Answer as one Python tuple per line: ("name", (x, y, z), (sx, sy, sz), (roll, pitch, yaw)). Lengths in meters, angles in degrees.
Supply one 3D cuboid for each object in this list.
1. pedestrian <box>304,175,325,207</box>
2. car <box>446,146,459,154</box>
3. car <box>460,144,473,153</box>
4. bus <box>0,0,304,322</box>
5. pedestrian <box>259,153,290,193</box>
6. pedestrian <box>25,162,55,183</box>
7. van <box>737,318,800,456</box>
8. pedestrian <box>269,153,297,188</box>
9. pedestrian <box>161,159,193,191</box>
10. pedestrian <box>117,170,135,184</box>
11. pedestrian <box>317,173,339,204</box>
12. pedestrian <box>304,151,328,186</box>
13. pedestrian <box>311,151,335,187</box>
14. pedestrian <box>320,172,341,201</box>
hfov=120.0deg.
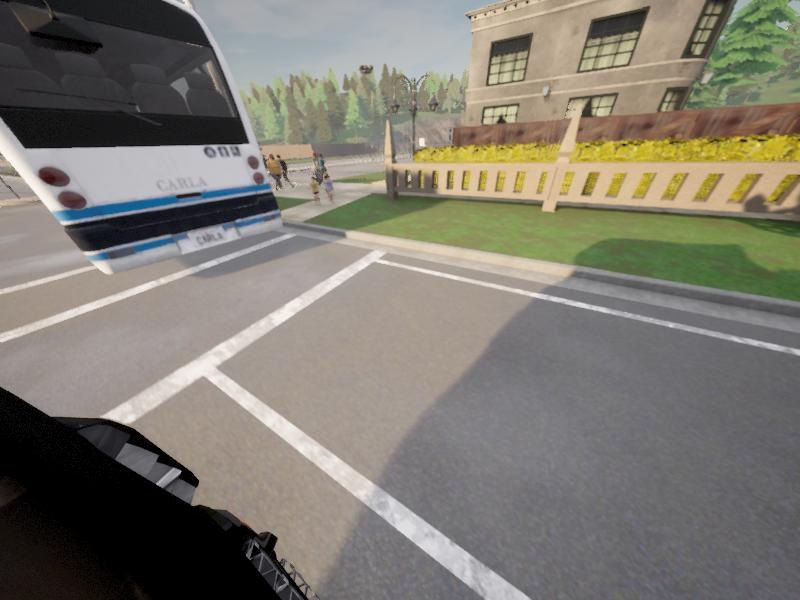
("pedestrian", (-3.448, -4.427, 9.395), (0.500, 1.100, 0.500), (-7, 34, -6))
("car", (13.696, -38.980, 59.996), (1.816, 1.474, 4.193), (17, 38, 26))
("car", (16.897, -38.429, 58.619), (1.932, 1.855, 4.605), (17, 38, 26))
("bus", (-7.942, -3.920, 6.398), (10.273, 4.253, 3.944), (21, 40, 31))
("pedestrian", (-6.848, -6.978, 12.689), (0.751, 1.860, 0.751), (22, 41, 31))
("pedestrian", (-37.310, -13.198, 23.970), (0.751, 1.860, 0.751), (11, 36, 19))
("van", (4.993, 1.012, 0.205), (4.480, 2.038, 2.069), (17, 38, 25))
("pedestrian", (-7.235, -8.016, 14.318), (0.751, 1.860, 0.751), (14, 37, 22))
("pedestrian", (-15.653, -8.796, 16.286), (0.751, 1.860, 0.751), (18, 39, 28))
("pedestrian", (-25.485, -11.417, 21.506), (0.500, 1.100, 0.500), (15, 37, 24))
("pedestrian", (-3.068, -4.769, 9.883), (0.500, 1.100, 0.500), (11, 36, 19))
("pedestrian", (-5.244, -8.251, 14.545), (0.751, 1.860, 0.751), (3, 34, 8))
("pedestrian", (-4.693, -7.989, 14.119), (0.751, 1.860, 0.751), (5, 34, 11))
("pedestrian", (-3.144, -5.139, 10.442), (0.500, 1.100, 0.500), (18, 39, 27))
